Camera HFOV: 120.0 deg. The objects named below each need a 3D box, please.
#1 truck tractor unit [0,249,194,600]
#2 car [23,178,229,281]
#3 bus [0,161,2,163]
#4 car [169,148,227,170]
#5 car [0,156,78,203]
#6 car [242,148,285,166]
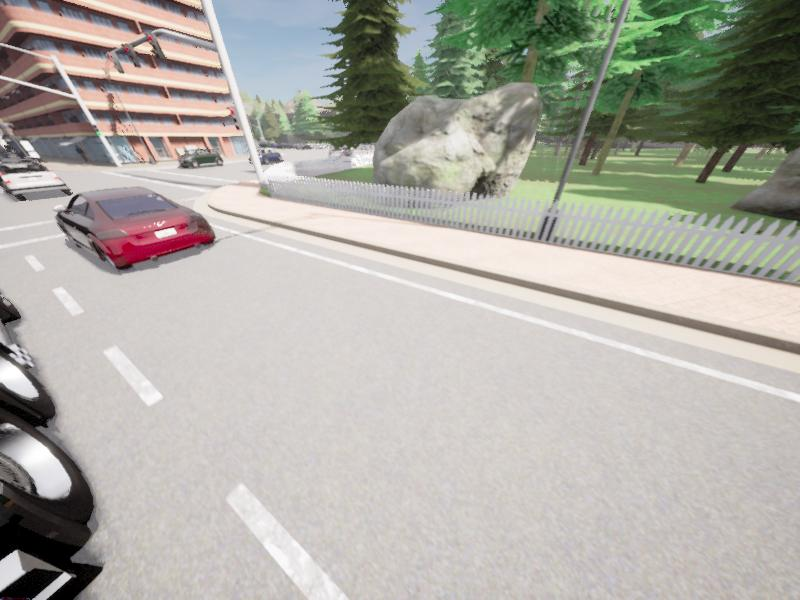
[{"bbox_3d":[-5.084,-0.327,0.818,6.516,4.208,3.053,19,39,25],"label":"truck tractor unit"},{"bbox_3d":[-6.741,-2.029,5.766,4.181,1.385,1.994,18,39,25],"label":"car"},{"bbox_3d":[-56.576,-19.824,29.245,10.273,4.253,3.944,19,39,25],"label":"bus"},{"bbox_3d":[-19.562,-13.873,22.601,1.789,1.549,3.705,11,36,15],"label":"car"},{"bbox_3d":[-18.603,-6.116,11.496,3.988,1.617,1.851,19,39,25],"label":"car"},{"bbox_3d":[-14.882,-15.825,25.417,1.970,1.475,3.806,6,35,8],"label":"car"}]
